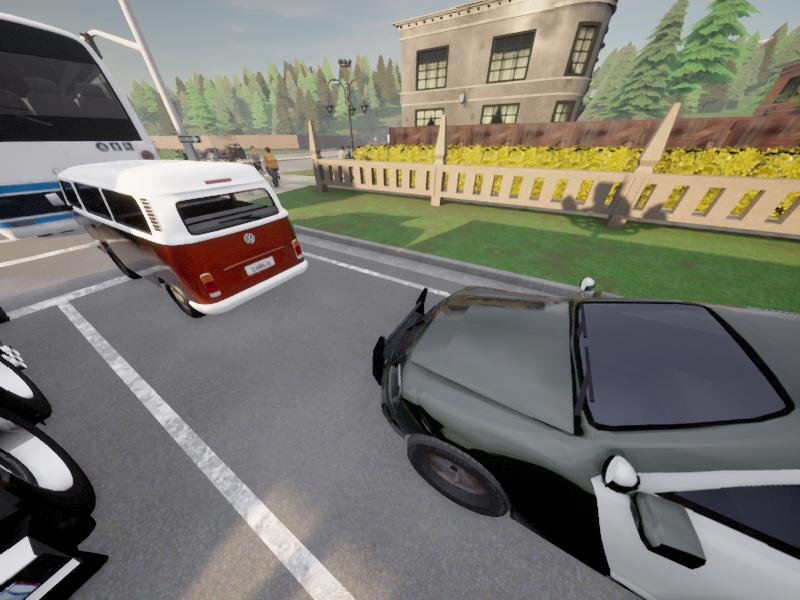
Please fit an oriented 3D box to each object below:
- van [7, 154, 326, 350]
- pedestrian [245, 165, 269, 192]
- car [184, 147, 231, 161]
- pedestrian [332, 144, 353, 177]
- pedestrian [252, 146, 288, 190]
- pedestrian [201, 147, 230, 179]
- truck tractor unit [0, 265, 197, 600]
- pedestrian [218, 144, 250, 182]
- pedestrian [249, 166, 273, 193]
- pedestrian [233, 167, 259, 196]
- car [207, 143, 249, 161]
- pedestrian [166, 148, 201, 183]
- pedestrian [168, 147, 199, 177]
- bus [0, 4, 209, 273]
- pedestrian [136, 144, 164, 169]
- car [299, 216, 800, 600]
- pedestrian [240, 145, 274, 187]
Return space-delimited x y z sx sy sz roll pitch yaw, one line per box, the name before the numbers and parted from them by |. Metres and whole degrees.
van | -3.918 -1.327 4.144 4.480 2.038 2.069 18 39 24
pedestrian | -7.038 -6.001 11.390 0.500 1.100 0.500 8 36 12
car | -27.334 -20.944 32.998 1.812 1.442 4.674 18 39 25
pedestrian | -3.844 -9.385 15.558 0.751 1.860 0.751 19 39 25
pedestrian | -6.502 -6.643 11.643 0.751 1.860 0.751 11 36 15
pedestrian | -13.128 -9.768 16.456 0.751 1.860 0.751 17 39 23
truck tractor unit | -5.113 -0.298 0.778 6.516 4.208 3.053 18 39 24
pedestrian | -9.933 -8.229 13.892 0.751 1.860 0.751 20 40 27
pedestrian | -6.600 -5.744 11.017 0.500 1.100 0.500 16 38 21
pedestrian | -6.967 -5.378 10.495 0.500 1.100 0.500 -5 35 -7
car | -23.768 -20.658 32.170 1.905 1.878 3.866 18 39 25
pedestrian | -13.858 -8.645 14.836 0.751 1.860 0.751 13 37 18
pedestrian | -15.951 -10.180 17.056 0.751 1.860 0.751 16 38 21
bus | -11.418 -4.922 7.426 10.273 4.253 3.944 23 41 30
pedestrian | -22.412 -12.911 20.758 0.751 1.860 0.751 6 35 9
car | 2.106 0.843 1.431 4.974 1.542 2.038 18 39 24
pedestrian | -7.556 -7.137 12.288 0.751 1.860 0.751 16 38 22
